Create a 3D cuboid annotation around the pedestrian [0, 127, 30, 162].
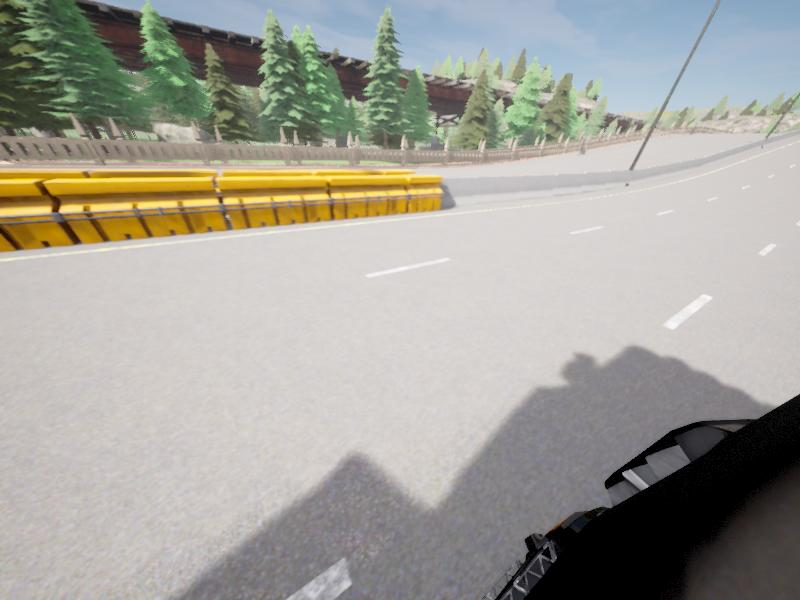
[{"bbox_3d":[-25.312,-9.915,14.775,0.751,1.860,0.751,-15,38,-25],"label":"pedestrian"}]
